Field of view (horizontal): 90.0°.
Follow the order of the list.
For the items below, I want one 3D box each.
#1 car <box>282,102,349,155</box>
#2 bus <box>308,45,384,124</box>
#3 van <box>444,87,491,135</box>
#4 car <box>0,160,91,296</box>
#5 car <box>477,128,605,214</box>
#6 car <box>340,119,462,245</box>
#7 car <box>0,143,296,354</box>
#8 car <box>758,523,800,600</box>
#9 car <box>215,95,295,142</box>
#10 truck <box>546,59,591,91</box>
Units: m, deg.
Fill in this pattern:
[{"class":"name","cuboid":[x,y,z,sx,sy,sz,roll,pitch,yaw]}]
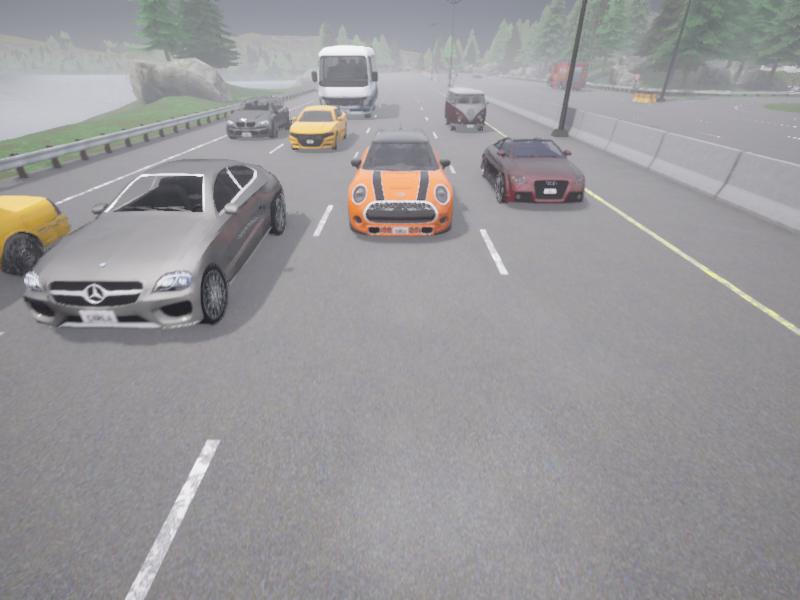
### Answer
[{"class":"car","cuboid":[-3.476,-7.628,17.510,1.882,1.535,5.008,0,30,0]},{"class":"bus","cuboid":[-3.344,-15.719,28.623,3.944,4.253,10.273,0,32,0]},{"class":"van","cuboid":[3.529,-10.350,21.725,1.775,1.987,4.442,0,30,0]},{"class":"car","cuboid":[-6.990,-0.436,5.169,1.801,1.575,5.366,0,30,0]},{"class":"car","cuboid":[3.517,-3.705,10.976,1.994,1.385,4.181,0,30,0]},{"class":"car","cuboid":[0.015,-2.974,9.302,2.097,1.767,4.553,0,30,0]},{"class":"car","cuboid":[-3.486,-1.322,6.648,2.152,1.651,5.027,0,30,0]},{"class":"car","cuboid":[3.505,2.634,0.116,2.033,1.411,5.357,0,30,0]},{"class":"car","cuboid":[-6.975,-9.123,19.934,2.242,1.667,4.611,0,30,0]},{"class":"truck","cuboid":[24.486,-32.973,58.584,2.891,3.827,8.468,1,30,1]}]
